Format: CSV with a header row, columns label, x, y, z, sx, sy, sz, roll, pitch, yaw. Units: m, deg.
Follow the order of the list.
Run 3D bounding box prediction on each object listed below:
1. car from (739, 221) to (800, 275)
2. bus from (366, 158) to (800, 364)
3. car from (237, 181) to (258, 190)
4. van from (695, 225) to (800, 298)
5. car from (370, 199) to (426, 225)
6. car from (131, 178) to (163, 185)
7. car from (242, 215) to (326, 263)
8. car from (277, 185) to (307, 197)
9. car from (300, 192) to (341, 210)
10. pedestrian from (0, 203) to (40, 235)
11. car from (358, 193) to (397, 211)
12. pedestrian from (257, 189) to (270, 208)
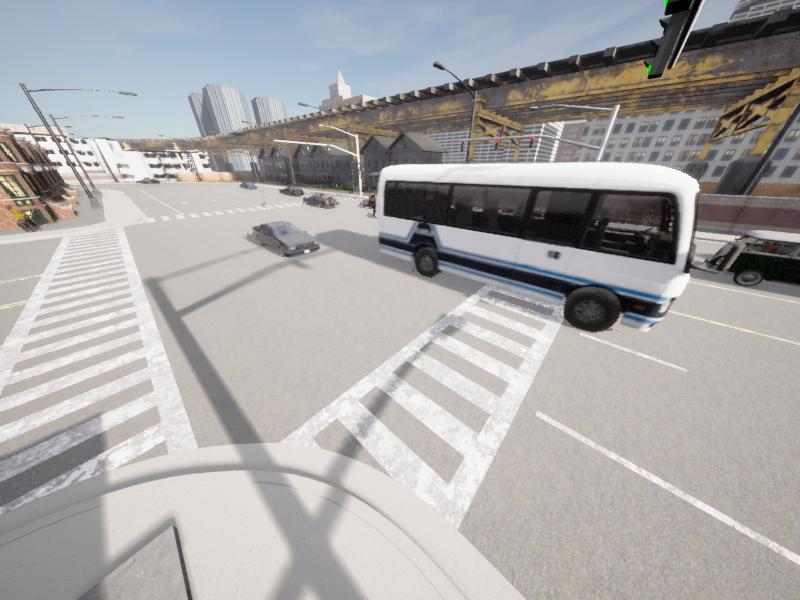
label,x,y,z,sx,sy,sz,roll,pitch,yaw
car,18.679,-2.048,9.958,3.866,1.878,1.905,24,38,35
bus,3.779,-2.722,8.767,10.273,4.253,3.944,24,38,35
car,-32.546,-24.444,49.246,5.357,1.411,2.033,24,38,35
van,15.097,-1.334,8.626,4.442,1.987,1.775,24,38,35
car,-0.306,-7.919,20.525,4.892,1.490,1.837,24,38,35
car,-65.693,-30.816,60.036,5.238,1.638,1.930,-2,30,-3
car,-6.837,-3.754,13.410,5.357,1.411,2.033,24,38,35
car,-17.854,-17.958,38.013,5.357,1.411,2.033,24,38,35
car,-9.563,-11.963,27.630,5.357,1.411,2.033,24,38,35
pedestrian,-25.398,-5.392,15.428,0.751,1.860,0.751,20,35,30
car,-2.548,-11.190,26.315,4.181,1.385,1.994,24,38,35
pedestrian,-15.689,-11.660,26.589,0.751,1.860,0.751,-16,34,-26
